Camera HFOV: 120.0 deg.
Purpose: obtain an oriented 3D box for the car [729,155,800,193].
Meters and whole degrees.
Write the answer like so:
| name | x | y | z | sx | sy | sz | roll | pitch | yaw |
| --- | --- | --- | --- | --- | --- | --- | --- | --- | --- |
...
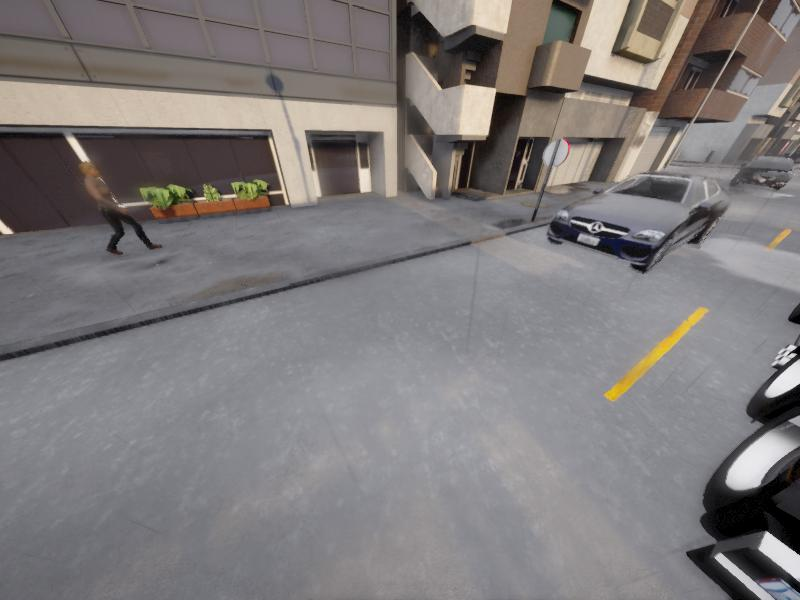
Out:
| name | x | y | z | sx | sy | sz | roll | pitch | yaw |
| --- | --- | --- | --- | --- | --- | --- | --- | --- | --- |
| car | 21.909 | -7.670 | 13.860 | 4.892 | 1.490 | 1.837 | -25 | 43 | -31 |

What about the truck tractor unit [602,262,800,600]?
| name | x | y | z | sx | sy | sz | roll | pitch | yaw |
| --- | --- | --- | --- | --- | --- | --- | --- | --- | --- |
| truck tractor unit | 5.107 | -0.305 | 0.787 | 6.516 | 4.208 | 3.053 | -18 | 39 | -24 |

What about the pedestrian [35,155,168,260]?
| name | x | y | z | sx | sy | sz | roll | pitch | yaw |
| --- | --- | --- | --- | --- | --- | --- | --- | --- | --- |
| pedestrian | -5.966 | -1.896 | 4.822 | 0.751 | 1.860 | 0.751 | -16 | 38 | -22 |

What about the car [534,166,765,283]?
| name | x | y | z | sx | sy | sz | roll | pitch | yaw |
| --- | --- | --- | --- | --- | --- | --- | --- | --- | --- |
| car | 6.240 | -2.260 | 5.867 | 5.027 | 1.651 | 2.152 | -18 | 39 | -24 |
